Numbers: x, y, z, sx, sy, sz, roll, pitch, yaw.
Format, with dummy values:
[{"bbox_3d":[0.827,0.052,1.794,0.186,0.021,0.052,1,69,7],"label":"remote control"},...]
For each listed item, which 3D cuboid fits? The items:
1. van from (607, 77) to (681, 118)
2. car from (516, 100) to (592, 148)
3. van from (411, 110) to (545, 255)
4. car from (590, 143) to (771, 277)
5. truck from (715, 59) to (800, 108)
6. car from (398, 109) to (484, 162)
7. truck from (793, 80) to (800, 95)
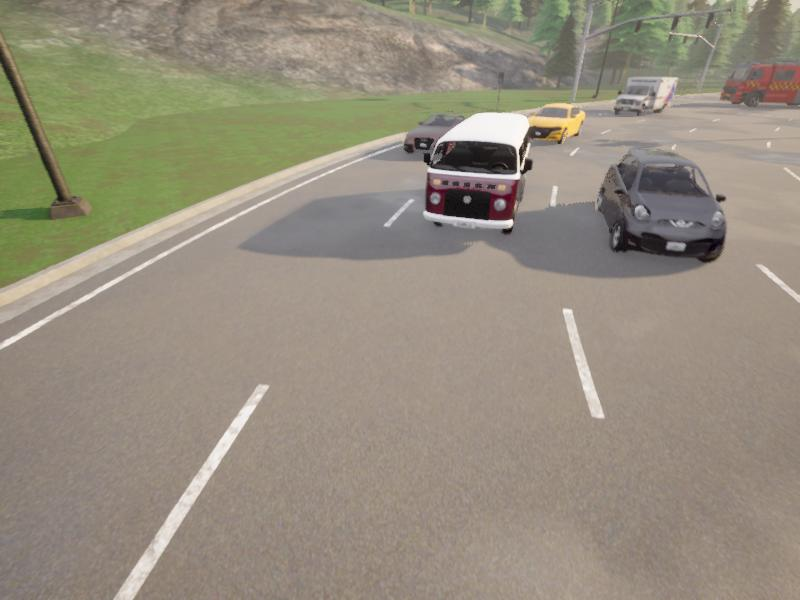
[{"bbox_3d":[18.413,-15.343,30.106,6.366,2.431,2.351,-25,39,-37],"label":"van"},{"bbox_3d":[7.520,-8.630,19.341,1.882,1.535,5.008,19,35,29],"label":"car"},{"bbox_3d":[1.940,-2.964,9.076,2.069,2.038,4.480,10,32,16],"label":"van"},{"bbox_3d":[5.189,-2.052,8.080,1.845,1.501,3.633,9,31,15],"label":"car"},{"bbox_3d":[35.394,-20.104,37.144,8.468,3.827,2.891,4,30,5],"label":"truck"},{"bbox_3d":[1.756,-6.794,16.275,1.994,1.385,4.181,14,33,22],"label":"car"},{"bbox_3d":[59.443,-30.641,55.541,8.468,3.827,2.891,-14,33,-23],"label":"truck"}]
